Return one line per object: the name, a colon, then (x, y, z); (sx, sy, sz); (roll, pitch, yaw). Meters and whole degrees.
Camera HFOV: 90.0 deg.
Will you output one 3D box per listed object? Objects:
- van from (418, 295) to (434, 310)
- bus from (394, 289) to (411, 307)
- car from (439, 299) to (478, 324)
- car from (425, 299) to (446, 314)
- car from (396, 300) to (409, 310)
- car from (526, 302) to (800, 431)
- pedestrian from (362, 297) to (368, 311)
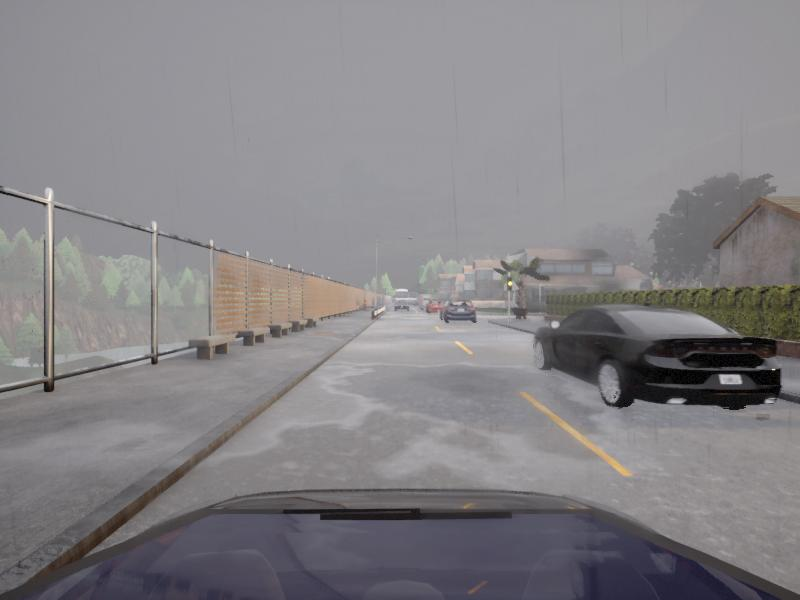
van: (4.349, 0.378, 67.420); (2.351, 2.431, 6.366); (0, 0, 0)
bus: (0.626, -0.539, 98.621); (3.944, 4.253, 10.273); (0, 0, 0)
car: (4.152, 0.757, 29.218); (2.242, 1.667, 4.611); (0, 0, 0)
car: (4.252, 0.756, 48.758); (2.242, 1.667, 4.611); (0, 0, 0)
car: (0.333, 0.778, 64.876); (2.033, 1.649, 4.856); (0, 0, 0)
car: (4.042, 0.823, 7.348); (1.882, 1.535, 5.008); (0, 0, 0)
pedestrian: (-4.646, 0.533, 53.449); (0.751, 1.860, 0.751); (0, 0, -9)
